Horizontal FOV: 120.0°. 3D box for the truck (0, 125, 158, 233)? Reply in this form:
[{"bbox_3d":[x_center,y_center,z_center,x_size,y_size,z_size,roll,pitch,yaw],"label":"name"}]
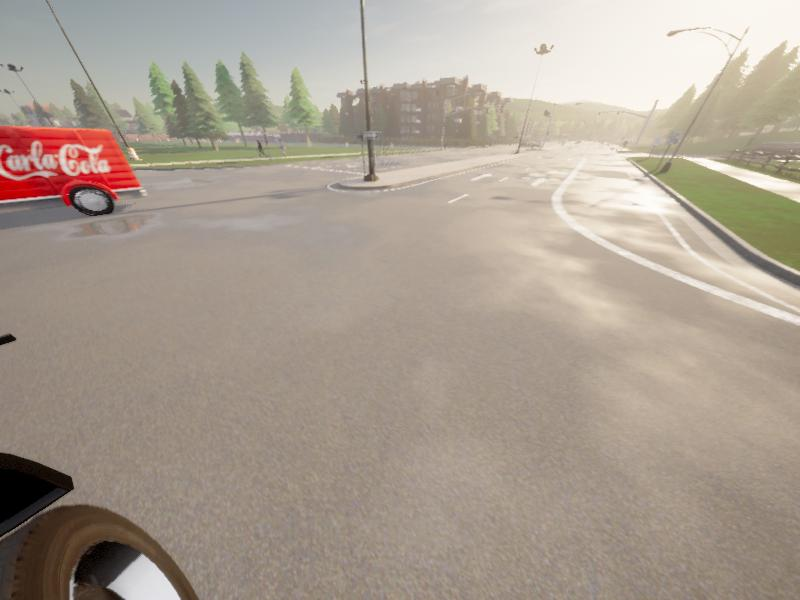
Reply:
[{"bbox_3d":[-11.725,-3.700,6.904,2.627,2.467,5.204,23,40,28],"label":"truck"}]

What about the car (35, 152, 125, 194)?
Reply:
[{"bbox_3d":[-16.567,-6.707,11.964,4.193,1.474,1.816,22,41,28],"label":"car"}]

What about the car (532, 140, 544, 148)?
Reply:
[{"bbox_3d":[38.953,-44.151,65.249,1.905,1.878,3.866,22,41,28],"label":"car"}]

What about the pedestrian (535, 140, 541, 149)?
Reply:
[{"bbox_3d":[33.502,-37.776,56.125,0.751,1.860,0.751,19,39,24],"label":"pedestrian"}]

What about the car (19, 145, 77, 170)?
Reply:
[{"bbox_3d":[-29.211,-11.881,19.165,3.806,1.475,1.970,22,41,28],"label":"car"}]

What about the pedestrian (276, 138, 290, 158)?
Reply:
[{"bbox_3d":[-13.612,-17.631,26.834,0.751,1.860,0.751,25,42,31],"label":"pedestrian"}]

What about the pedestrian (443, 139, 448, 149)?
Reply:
[{"bbox_3d":[10.321,-35.141,52.155,0.751,1.860,0.751,21,40,27],"label":"pedestrian"}]

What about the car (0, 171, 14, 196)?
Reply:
[{"bbox_3d":[-20.324,-5.794,10.601,4.902,1.511,2.128,22,41,28],"label":"car"}]

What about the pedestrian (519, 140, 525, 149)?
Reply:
[{"bbox_3d":[30.387,-38.854,57.621,0.751,1.860,0.751,17,38,22],"label":"pedestrian"}]

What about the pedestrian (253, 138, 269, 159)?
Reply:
[{"bbox_3d":[-15.313,-16.635,25.404,0.751,1.860,0.751,27,43,32],"label":"pedestrian"}]

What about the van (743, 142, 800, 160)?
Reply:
[{"bbox_3d":[53.591,-21.327,32.951,4.442,1.987,1.775,22,41,28],"label":"van"}]

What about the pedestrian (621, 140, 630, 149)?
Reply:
[{"bbox_3d":[52.553,-36.213,53.820,0.751,1.860,0.751,28,44,33],"label":"pedestrian"}]

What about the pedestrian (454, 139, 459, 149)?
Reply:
[{"bbox_3d":[13.489,-37.456,55.470,0.751,1.860,0.751,23,41,28],"label":"pedestrian"}]
